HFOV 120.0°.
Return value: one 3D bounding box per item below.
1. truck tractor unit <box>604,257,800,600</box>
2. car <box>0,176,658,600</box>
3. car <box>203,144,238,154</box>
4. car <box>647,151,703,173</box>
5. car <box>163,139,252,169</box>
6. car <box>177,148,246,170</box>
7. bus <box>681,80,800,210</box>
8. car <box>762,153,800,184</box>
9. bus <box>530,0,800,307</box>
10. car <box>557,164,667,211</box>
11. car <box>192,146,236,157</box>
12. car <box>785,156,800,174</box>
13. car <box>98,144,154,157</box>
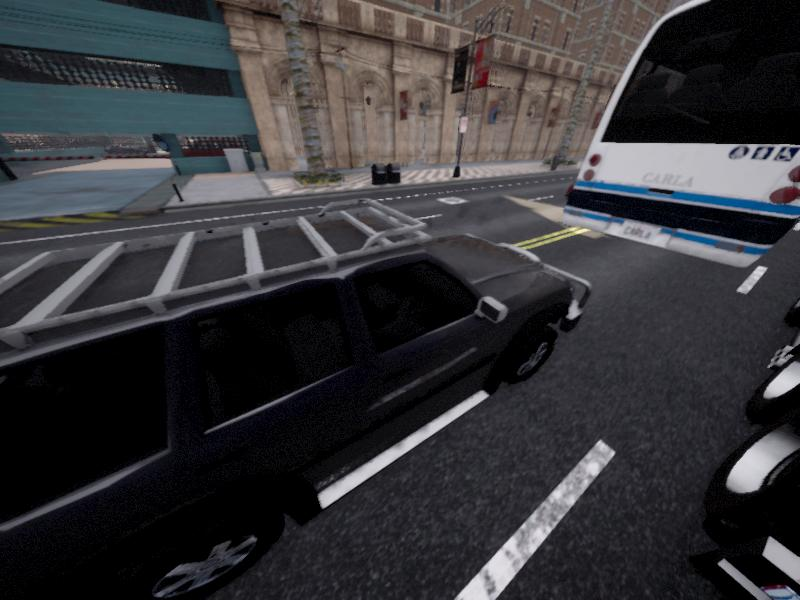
[{"bbox_3d":[5.099,-0.309,0.814,6.516,4.208,3.053,-18,39,-25],"label":"truck tractor unit"},{"bbox_3d":[-0.365,0.169,2.147,4.605,1.855,1.932,-19,39,-25],"label":"car"},{"bbox_3d":[-32.649,-27.650,42.200,4.786,1.482,2.161,-18,39,-25],"label":"car"},{"bbox_3d":[25.970,-13.073,21.828,4.514,1.525,2.007,-18,39,-25],"label":"car"},{"bbox_3d":[-16.995,-13.260,20.888,5.566,2.045,2.435,-18,39,-25],"label":"car"},{"bbox_3d":[-16.947,-12.955,21.136,4.514,1.523,2.007,-18,39,-25],"label":"car"},{"bbox_3d":[20.091,-7.692,11.606,10.273,4.253,3.944,-18,39,-25],"label":"bus"},{"bbox_3d":[29.082,-9.527,16.652,5.027,1.651,2.152,-18,39,-25],"label":"car"},{"bbox_3d":[9.222,-4.075,6.278,10.273,4.253,3.944,-18,39,-25],"label":"bus"},{"bbox_3d":[9.617,-5.258,10.523,4.181,1.385,1.994,-18,39,-25],"label":"car"},{"bbox_3d":[-27.113,-21.777,33.857,4.718,1.301,1.895,-18,39,-25],"label":"car"},{"bbox_3d":[37.976,-12.441,20.945,5.027,1.651,2.152,-18,39,-24],"label":"car"},{"bbox_3d":[-40.540,-22.346,34.395,4.902,1.511,2.128,-18,39,-25],"label":"car"}]
